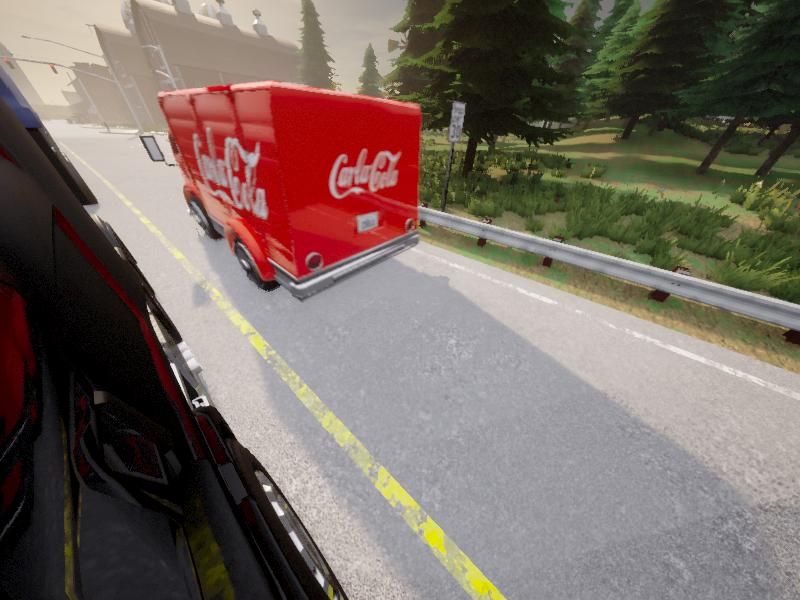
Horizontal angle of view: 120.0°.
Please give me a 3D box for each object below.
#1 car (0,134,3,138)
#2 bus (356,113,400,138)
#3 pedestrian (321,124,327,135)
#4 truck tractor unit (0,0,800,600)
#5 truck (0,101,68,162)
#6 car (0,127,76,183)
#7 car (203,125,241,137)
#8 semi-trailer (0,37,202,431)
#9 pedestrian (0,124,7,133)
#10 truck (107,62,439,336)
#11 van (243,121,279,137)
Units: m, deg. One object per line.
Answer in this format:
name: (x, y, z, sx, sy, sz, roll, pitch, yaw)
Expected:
car: (-39.505, -15.237, 20.421, 1.994, 1.385, 4.181, 22, 41, 24)
bus: (-4.823, -40.450, 53.903, 3.944, 4.253, 10.273, 28, 43, 29)
pedestrian: (-16.935, -38.078, 51.675, 0.751, 1.860, 0.751, 27, 43, 29)
truck tractor unit: (-2.645, -0.295, 0.351, 6.516, 4.208, 3.053, 28, 44, 30)
truck: (-21.925, -9.540, 12.951, 5.204, 2.467, 2.627, 27, 43, 28)
car: (-16.060, -6.230, 9.717, 4.902, 1.511, 2.128, 27, 43, 29)
car: (-27.759, -26.438, 36.143, 1.994, 1.385, 4.181, 27, 43, 29)
semi-trailer: (-8.745, -3.574, 4.180, 14.254, 4.402, 2.717, 28, 43, 29)
pedestrian: (-43.909, -19.123, 24.869, 0.751, 1.860, 0.751, 23, 41, 24)
truck: (-2.350, -2.169, 4.331, 5.204, 2.467, 2.627, 28, 44, 30)
van: (-23.833, -29.454, 39.854, 2.069, 2.038, 4.480, 28, 44, 29)
